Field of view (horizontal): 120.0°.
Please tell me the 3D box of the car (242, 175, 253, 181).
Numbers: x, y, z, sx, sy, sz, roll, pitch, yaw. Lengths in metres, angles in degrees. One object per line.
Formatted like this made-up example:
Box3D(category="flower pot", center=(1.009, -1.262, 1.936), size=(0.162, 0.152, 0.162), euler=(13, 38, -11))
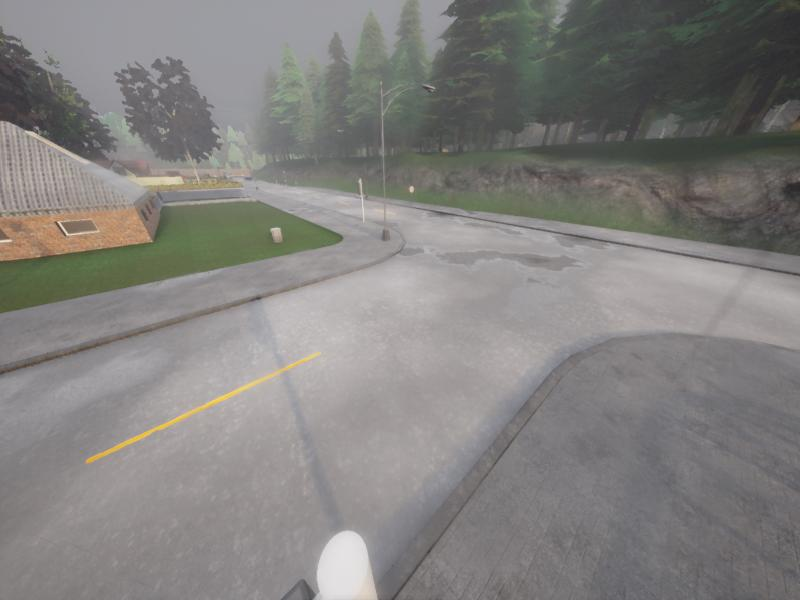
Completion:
Box3D(category="car", center=(-51.664, -41.318, 78.137), size=(1.930, 1.638, 5.238), euler=(-23, 37, -34))
